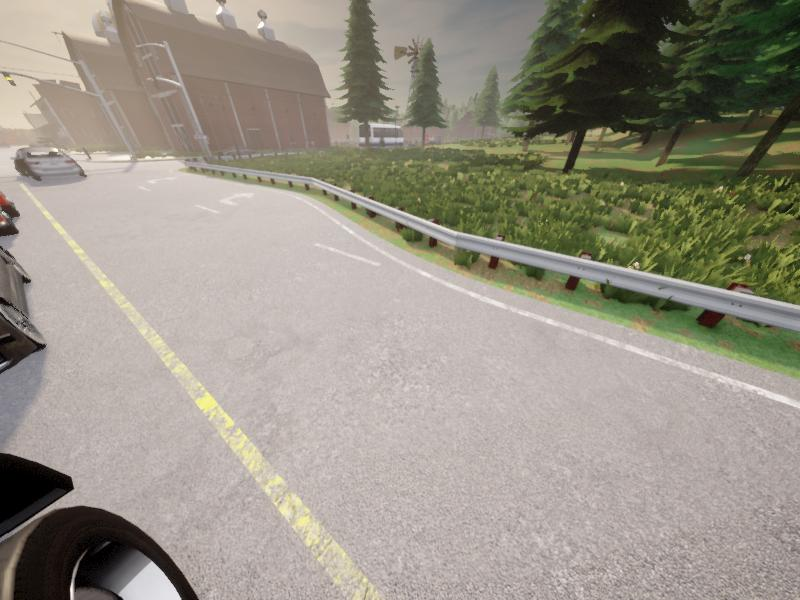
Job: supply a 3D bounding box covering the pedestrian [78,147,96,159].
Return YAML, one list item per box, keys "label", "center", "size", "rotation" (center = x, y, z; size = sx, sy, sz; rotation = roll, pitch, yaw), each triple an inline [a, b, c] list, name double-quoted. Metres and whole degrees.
- label: "pedestrian"
  center: [-33.733, -15.818, 24.891]
  size: [0.500, 1.100, 0.500]
  rotation: [1, 35, 1]

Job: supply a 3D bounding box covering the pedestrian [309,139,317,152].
- label: "pedestrian"
  center: [-15.209, -27.168, 40.526]
  size: [0.751, 1.860, 0.751]
  rotation: [26, 43, 32]

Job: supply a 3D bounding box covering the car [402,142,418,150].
- label: "car"
  center: [2.149, -33.780, 50.630]
  size: [1.845, 1.501, 3.633]
  rotation: [22, 41, 28]

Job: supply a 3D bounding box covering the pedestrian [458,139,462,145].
- label: "pedestrian"
  center: [21.764, -57.281, 83.552]
  size: [0.751, 1.860, 0.751]
  rotation: [26, 43, 32]

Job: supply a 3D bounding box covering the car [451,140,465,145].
- label: "car"
  center: [22.839, -62.006, 90.857]
  size: [5.008, 1.535, 1.882]
  rotation: [22, 41, 28]

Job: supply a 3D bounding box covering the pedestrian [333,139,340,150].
- label: "pedestrian"
  center: [-12.215, -29.857, 44.367]
  size: [0.751, 1.860, 0.751]
  rotation: [26, 43, 32]

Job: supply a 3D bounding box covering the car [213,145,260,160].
- label: "car"
  center: [-20.541, -18.656, 29.133]
  size: [1.994, 1.385, 4.181]
  rotation: [22, 41, 28]

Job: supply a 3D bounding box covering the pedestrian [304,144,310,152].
- label: "pedestrian"
  center: [-15.830, -25.813, 39.257]
  size: [0.500, 1.100, 0.500]
  rotation: [17, 39, 23]

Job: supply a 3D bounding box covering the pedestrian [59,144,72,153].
- label: "pedestrian"
  center: [-48.161, -21.808, 33.300]
  size: [0.500, 1.100, 0.500]
  rotation: [15, 38, 20]

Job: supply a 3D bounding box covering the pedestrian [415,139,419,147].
- label: "pedestrian"
  center: [4.681, -44.214, 65.133]
  size: [0.751, 1.860, 0.751]
  rotation: [-15, 38, -21]

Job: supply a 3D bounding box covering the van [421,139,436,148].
- label: "van"
  center: [7.710, -42.047, 61.962]
  size: [2.069, 2.038, 4.480]
  rotation: [22, 41, 28]

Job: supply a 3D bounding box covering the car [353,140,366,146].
- label: "car"
  center: [-13.427, -52.059, 76.526]
  size: [1.816, 1.474, 4.193]
  rotation: [22, 40, 28]

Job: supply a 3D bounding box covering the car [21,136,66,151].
- label: "car"
  center: [-65.216, -28.692, 42.306]
  size: [3.866, 1.878, 1.905]
  rotation: [-6, 41, -6]

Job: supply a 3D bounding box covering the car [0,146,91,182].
- label: "car"
  center: [-23.127, -8.952, 15.035]
  size: [4.611, 1.667, 2.242]
  rotation: [18, 39, 23]

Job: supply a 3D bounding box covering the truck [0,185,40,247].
- label: "truck"
  center: [-12.572, -2.892, 5.766]
  size: [5.204, 2.467, 2.627]
  rotation: [22, 41, 26]

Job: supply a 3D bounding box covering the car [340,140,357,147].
- label: "car"
  center: [-15.577, -47.308, 69.740]
  size: [4.902, 1.511, 2.128]
  rotation: [21, 40, 27]

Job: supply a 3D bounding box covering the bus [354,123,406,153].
- label: "bus"
  center: [-3.307, -30.541, 43.630]
  size: [3.944, 4.253, 10.273]
  rotation: [22, 41, 28]

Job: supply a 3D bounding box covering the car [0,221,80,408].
- label: "car"
  center: [-6.373, -0.093, 2.713]
  size: [4.902, 1.511, 2.128]
  rotation: [22, 41, 28]
